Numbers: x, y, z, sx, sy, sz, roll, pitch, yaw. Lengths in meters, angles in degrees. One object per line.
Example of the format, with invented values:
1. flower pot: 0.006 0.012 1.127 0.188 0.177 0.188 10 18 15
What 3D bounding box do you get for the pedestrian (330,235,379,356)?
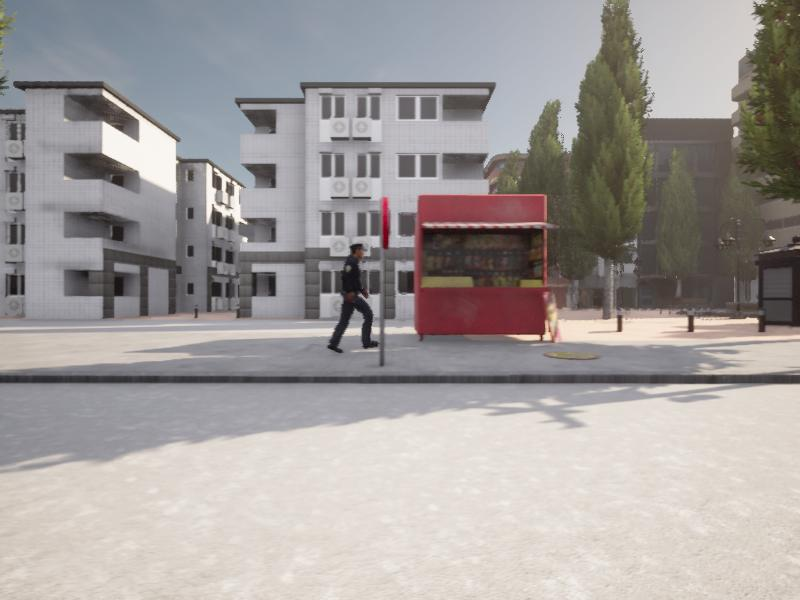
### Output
1. pedestrian: -0.769 -0.067 6.617 0.751 1.860 0.751 0 0 -12
